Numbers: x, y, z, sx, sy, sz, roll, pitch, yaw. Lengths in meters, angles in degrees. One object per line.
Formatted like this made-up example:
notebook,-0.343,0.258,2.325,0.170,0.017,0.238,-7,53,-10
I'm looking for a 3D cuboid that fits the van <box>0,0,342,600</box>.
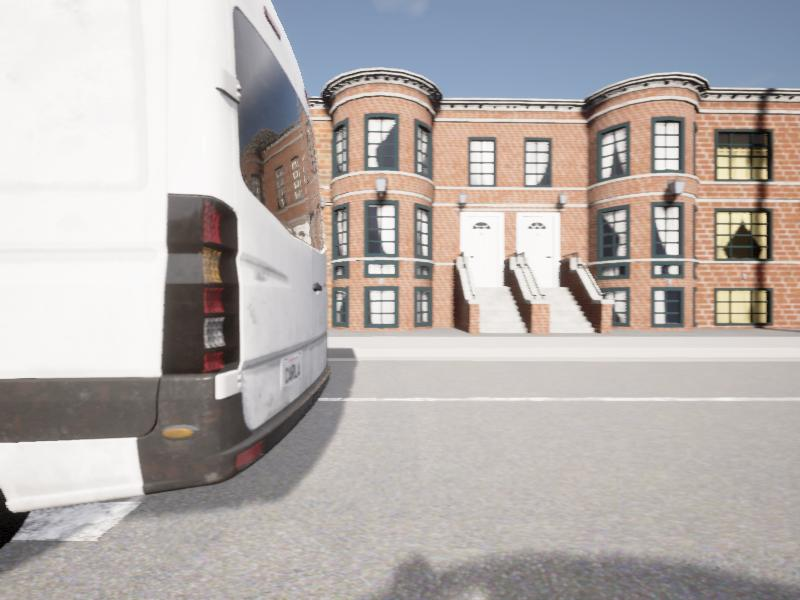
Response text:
van,-3.424,-0.279,2.208,5.915,2.561,1.988,0,0,0
